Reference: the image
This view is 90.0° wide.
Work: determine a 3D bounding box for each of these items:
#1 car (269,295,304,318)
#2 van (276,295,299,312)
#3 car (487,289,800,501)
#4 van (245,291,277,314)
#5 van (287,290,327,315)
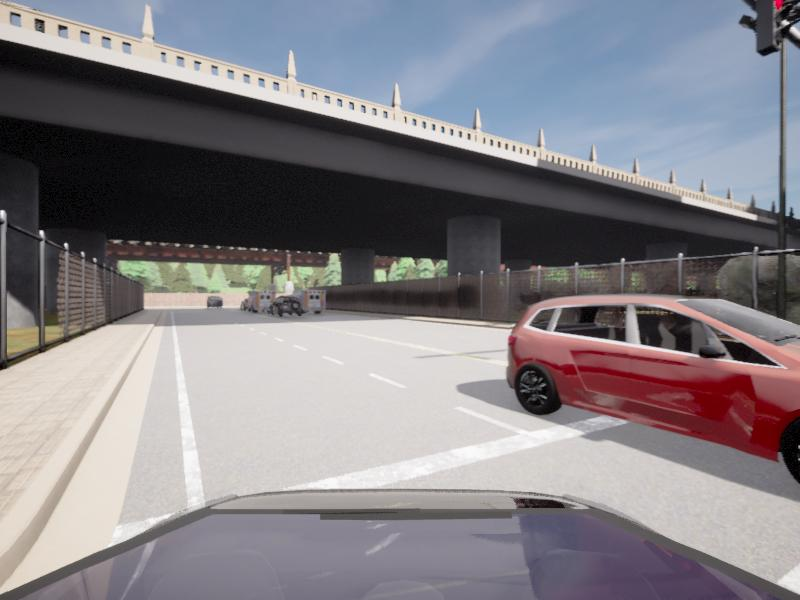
[{"bbox_3d":[-10.161,0.526,35.575,1.932,1.855,4.605,0,1,-30],"label":"car"},{"bbox_3d":[-13.807,0.413,48.931,1.775,1.987,4.442,0,0,-30],"label":"van"},{"bbox_3d":[3.484,0.752,4.820,2.242,1.667,4.611,0,0,-30],"label":"car"},{"bbox_3d":[-15.939,0.203,45.622,2.351,2.431,6.366,0,0,-30],"label":"van"},{"bbox_3d":[-9.914,0.222,42.170,2.351,2.431,6.366,0,0,-30],"label":"van"}]
